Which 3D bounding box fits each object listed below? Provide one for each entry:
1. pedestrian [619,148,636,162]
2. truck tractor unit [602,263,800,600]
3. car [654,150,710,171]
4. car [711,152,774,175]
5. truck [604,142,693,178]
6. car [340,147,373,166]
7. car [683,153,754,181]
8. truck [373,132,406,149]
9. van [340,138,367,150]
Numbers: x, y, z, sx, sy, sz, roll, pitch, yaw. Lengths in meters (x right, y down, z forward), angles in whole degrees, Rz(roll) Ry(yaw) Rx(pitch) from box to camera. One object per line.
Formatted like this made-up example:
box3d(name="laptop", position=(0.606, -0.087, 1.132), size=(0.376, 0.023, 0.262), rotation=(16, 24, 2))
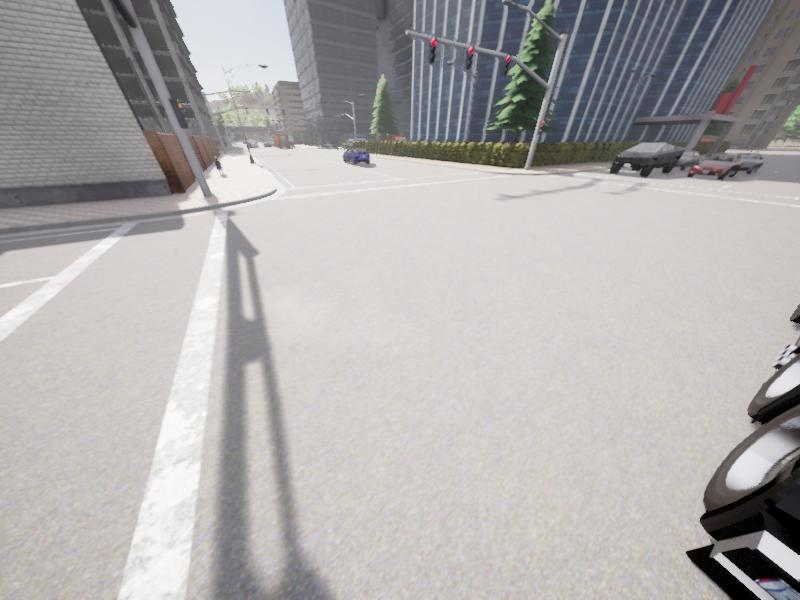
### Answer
box3d(name="pedestrian", position=(26.255, -16.786, 26.695), size=(0.751, 1.300, 0.751), rotation=(-14, 37, -20))
box3d(name="truck tractor unit", position=(5.106, -0.306, 0.781), size=(6.516, 4.208, 3.053), rotation=(-18, 39, -24))
box3d(name="car", position=(26.269, -13.044, 21.517), size=(4.674, 1.442, 1.812), rotation=(-18, 39, -24))
box3d(name="car", position=(28.822, -11.544, 19.445), size=(4.181, 1.385, 1.994), rotation=(-19, 39, -25))
box3d(name="truck", position=(19.458, -11.082, 18.105), size=(6.274, 2.098, 2.390), rotation=(-18, 39, -24))
box3d(name="car", position=(-4.851, -15.910, 25.516), size=(2.007, 1.525, 4.514), rotation=(-18, 39, -24))
box3d(name="car", position=(22.761, -9.596, 16.535), size=(4.193, 1.474, 1.816), rotation=(-18, 39, -24))
box3d(name="truck", position=(-2.790, -44.149, 63.974), size=(8.468, 3.827, 2.891), rotation=(-18, 39, -25))
box3d(name="van", position=(-12.017, -40.492, 59.914), size=(6.366, 2.431, 2.351), rotation=(-19, 39, -25))
